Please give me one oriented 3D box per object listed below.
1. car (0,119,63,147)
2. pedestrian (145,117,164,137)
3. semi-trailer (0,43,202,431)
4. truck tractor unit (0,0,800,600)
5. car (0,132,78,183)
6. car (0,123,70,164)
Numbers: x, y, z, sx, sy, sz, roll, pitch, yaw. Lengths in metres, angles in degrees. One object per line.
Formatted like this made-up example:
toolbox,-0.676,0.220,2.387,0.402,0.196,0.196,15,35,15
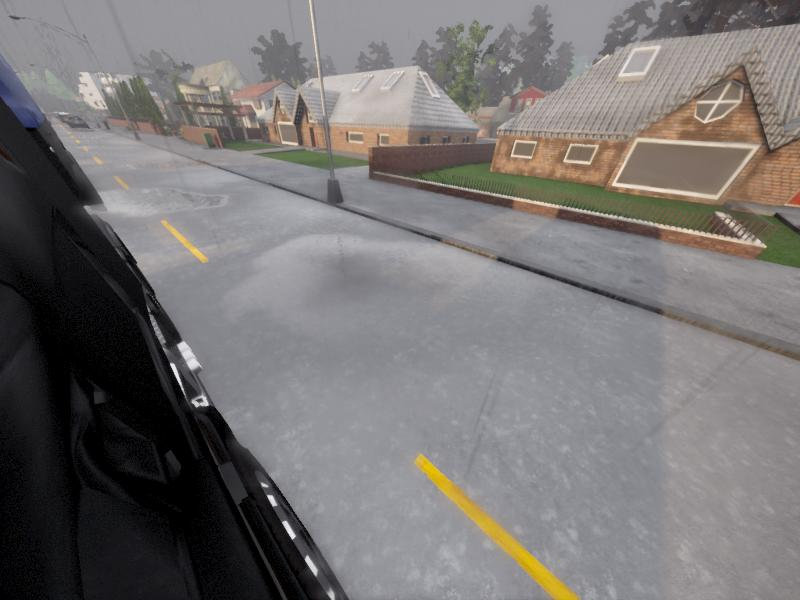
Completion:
car,-28.697,-13.080,18.078,4.514,1.525,2.007,28,44,30
pedestrian,-30.458,-21.436,28.651,0.751,1.860,0.751,27,43,29
semi-trailer,-8.696,-3.606,4.231,14.254,4.402,2.717,28,44,30
truck tractor unit,-2.645,-0.295,0.352,6.516,4.208,3.053,28,44,30
car,-15.668,-6.058,9.653,4.181,1.385,1.994,28,44,30
car,-20.585,-8.756,12.798,4.514,1.525,2.007,28,44,30
